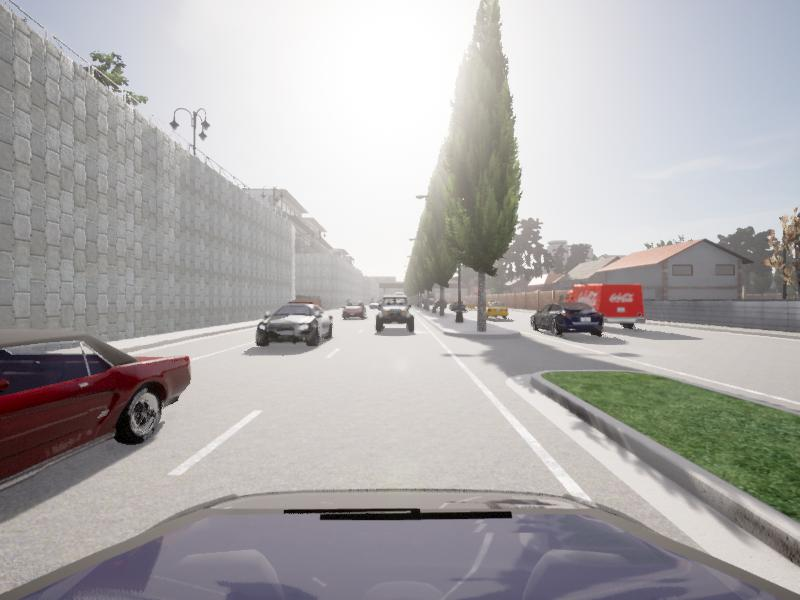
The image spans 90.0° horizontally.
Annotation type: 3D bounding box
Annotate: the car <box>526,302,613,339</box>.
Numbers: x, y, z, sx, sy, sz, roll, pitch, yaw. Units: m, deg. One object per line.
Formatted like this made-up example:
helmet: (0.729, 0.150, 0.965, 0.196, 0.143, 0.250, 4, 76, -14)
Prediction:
car: (7.641, 0.851, 18.650, 2.163, 1.488, 4.792, 0, 0, 2)

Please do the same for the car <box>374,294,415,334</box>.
car: (-0.261, 0.645, 20.595, 1.905, 1.878, 3.866, 0, 0, 0)

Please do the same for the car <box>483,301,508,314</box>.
car: (11.334, 0.870, 47.990, 1.812, 1.442, 4.674, 0, 0, -1)

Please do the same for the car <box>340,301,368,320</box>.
car: (-3.682, 0.827, 32.591, 1.845, 1.501, 3.633, 0, 0, 1)

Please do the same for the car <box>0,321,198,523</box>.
car: (-3.798, 0.944, 3.152, 1.895, 1.301, 4.718, 0, 0, 2)

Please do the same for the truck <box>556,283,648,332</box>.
truck: (11.262, 0.364, 22.872, 2.627, 2.467, 5.204, 0, 0, 0)

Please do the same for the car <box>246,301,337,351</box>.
car: (-3.755, 0.833, 14.847, 2.038, 1.542, 4.974, 0, -1, 0)

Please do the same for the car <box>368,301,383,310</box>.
car: (-3.887, 0.854, 63.199, 1.816, 1.474, 4.193, 0, 0, 3)

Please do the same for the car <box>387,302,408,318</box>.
car: (-0.240, 0.869, 37.607, 1.812, 1.442, 4.674, 0, 0, 0)

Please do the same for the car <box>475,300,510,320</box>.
car: (7.725, 0.800, 33.909, 1.801, 1.575, 5.366, 0, 0, 0)

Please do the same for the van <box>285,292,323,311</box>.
van: (-12.857, 0.195, 53.763, 4.442, 1.987, 1.775, 5, 0, 1)

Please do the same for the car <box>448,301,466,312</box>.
car: (7.829, 0.854, 54.954, 1.816, 1.474, 4.193, 0, 0, -1)
